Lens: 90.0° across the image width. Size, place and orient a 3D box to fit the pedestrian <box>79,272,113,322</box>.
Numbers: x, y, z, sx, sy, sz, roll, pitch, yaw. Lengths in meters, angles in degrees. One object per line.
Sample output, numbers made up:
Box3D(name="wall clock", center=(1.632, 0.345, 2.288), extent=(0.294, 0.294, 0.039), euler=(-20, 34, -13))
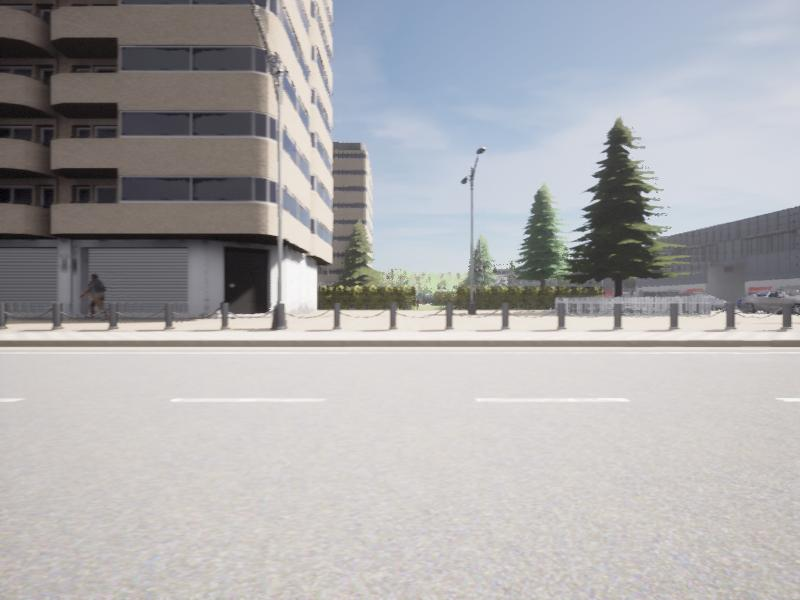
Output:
Box3D(name="pedestrian", center=(-11.564, -0.119, 15.240), extent=(0.751, 1.860, 0.751), euler=(0, 0, -8))

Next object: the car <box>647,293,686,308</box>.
Box3D(name="car", center=(34.479, 0.057, 51.875), extent=(1.932, 1.855, 4.605), euler=(0, 0, 0))

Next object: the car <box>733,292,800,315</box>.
Box3D(name="car", center=(27.518, 0.226, 29.393), extent=(1.882, 1.535, 5.008), euler=(0, 0, 0))

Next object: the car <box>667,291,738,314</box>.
Box3D(name="car", center=(24.016, 0.180, 32.084), extent=(2.033, 1.649, 4.856), euler=(0, 0, 0))

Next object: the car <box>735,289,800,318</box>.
Box3D(name="car", center=(24.023, 0.183, 24.858), extent=(2.152, 1.651, 5.027), euler=(0, 0, 0))
